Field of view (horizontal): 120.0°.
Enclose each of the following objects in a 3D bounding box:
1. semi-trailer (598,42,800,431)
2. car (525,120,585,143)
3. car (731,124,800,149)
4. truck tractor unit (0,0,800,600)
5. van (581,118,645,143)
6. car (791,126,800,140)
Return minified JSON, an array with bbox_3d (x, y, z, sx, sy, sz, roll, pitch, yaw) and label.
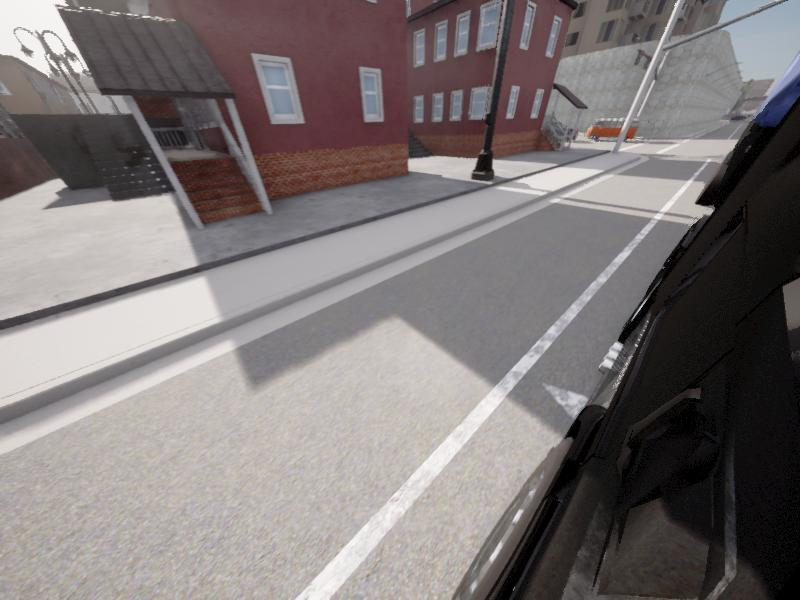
[{"bbox_3d":[8.691,-3.595,4.257,14.254,4.402,2.717,-28,44,-30],"label":"semi-trailer"},{"bbox_3d":[16.959,-18.636,25.499,2.033,1.649,4.856,-28,49,-30],"label":"car"},{"bbox_3d":[28.633,-12.121,17.100,1.994,1.385,4.181,-13,38,-13],"label":"car"},{"bbox_3d":[2.645,-0.295,0.352,6.516,4.208,3.053,-28,44,-30],"label":"truck tractor unit"},{"bbox_3d":[22.690,-18.266,24.858,4.442,1.987,1.775,32,49,33],"label":"van"},{"bbox_3d":[39.799,-16.272,21.778,4.611,1.667,2.242,-28,44,-30],"label":"car"}]
